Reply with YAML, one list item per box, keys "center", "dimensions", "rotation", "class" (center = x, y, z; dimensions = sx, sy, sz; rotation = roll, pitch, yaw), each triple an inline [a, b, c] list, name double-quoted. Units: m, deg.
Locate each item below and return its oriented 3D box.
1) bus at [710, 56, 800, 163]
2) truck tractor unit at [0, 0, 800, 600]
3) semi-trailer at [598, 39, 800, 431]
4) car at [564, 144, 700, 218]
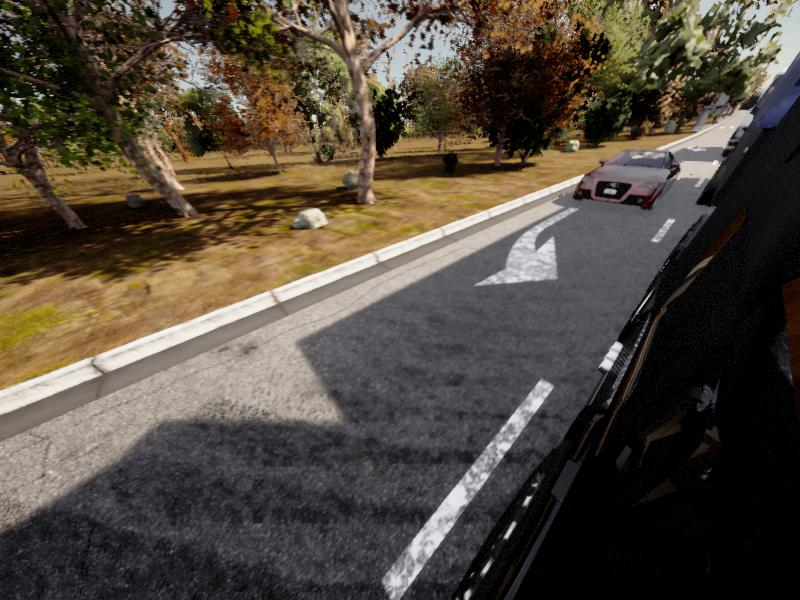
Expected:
- center: [23.760, -11.375, 14.001]
  dimensions: [10.273, 4.253, 3.944]
  rotation: [-28, 43, -30]
  class: "bus"
- center: [2.645, -0.295, 0.351]
  dimensions: [6.516, 4.208, 3.053]
  rotation: [-28, 44, -30]
  class: "truck tractor unit"
- center: [8.696, -3.597, 4.245]
  dimensions: [14.254, 4.402, 2.717]
  rotation: [-28, 43, -30]
  class: "semi-trailer"
- center: [7.540, -4.061, 7.505]
  dimensions: [4.181, 1.385, 1.994]
  rotation: [-28, 43, -30]
  class: "car"
